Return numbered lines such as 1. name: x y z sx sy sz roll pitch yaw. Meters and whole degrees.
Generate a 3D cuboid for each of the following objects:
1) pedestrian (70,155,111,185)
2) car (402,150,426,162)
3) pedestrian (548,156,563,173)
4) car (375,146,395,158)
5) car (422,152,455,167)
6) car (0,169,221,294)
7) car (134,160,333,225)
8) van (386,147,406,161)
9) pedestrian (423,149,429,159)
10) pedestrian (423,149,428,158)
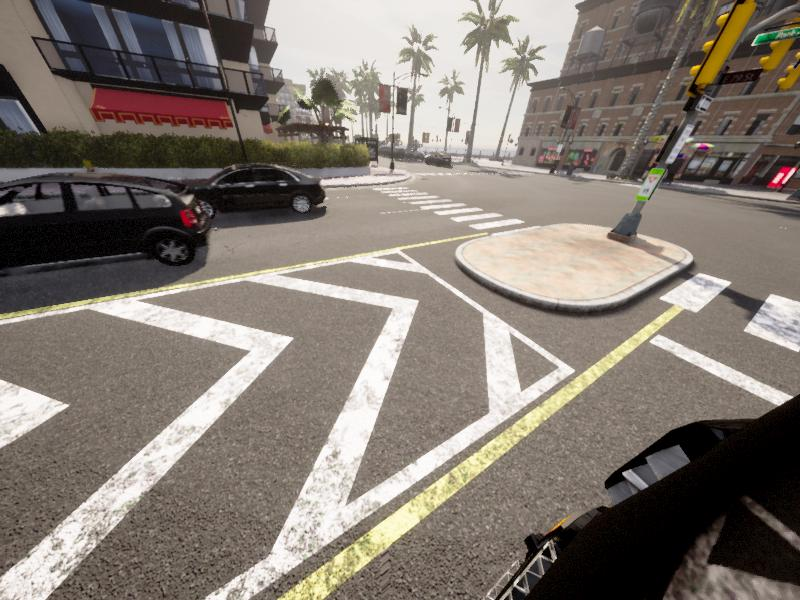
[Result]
1. pedestrian: -13.781 -5.806 10.314 0.500 1.100 0.500 -3 34 -9
2. car: 2.683 -27.784 44.512 2.152 1.651 5.027 -16 38 -26
3. pedestrian: 20.170 -17.659 30.073 0.751 1.860 0.751 -12 36 -21
4. car: -3.567 -34.250 53.385 2.150 2.045 5.566 -16 38 -26
5. car: 5.594 -20.895 34.322 2.242 1.667 4.611 -16 38 -26
6. car: -5.839 -1.418 4.227 3.705 1.549 1.789 -16 38 -26
7. car: -5.100 -3.840 7.984 4.892 1.490 1.837 -16 38 -26
8. van: -0.897 -27.649 43.706 1.775 1.987 4.442 -16 38 -26
9. pedestrian: 5.580 -31.704 50.100 0.751 1.860 0.751 30 42 35
10. pedestrian: 5.829 -34.045 53.643 0.751 1.860 0.751 -5 34 -11
